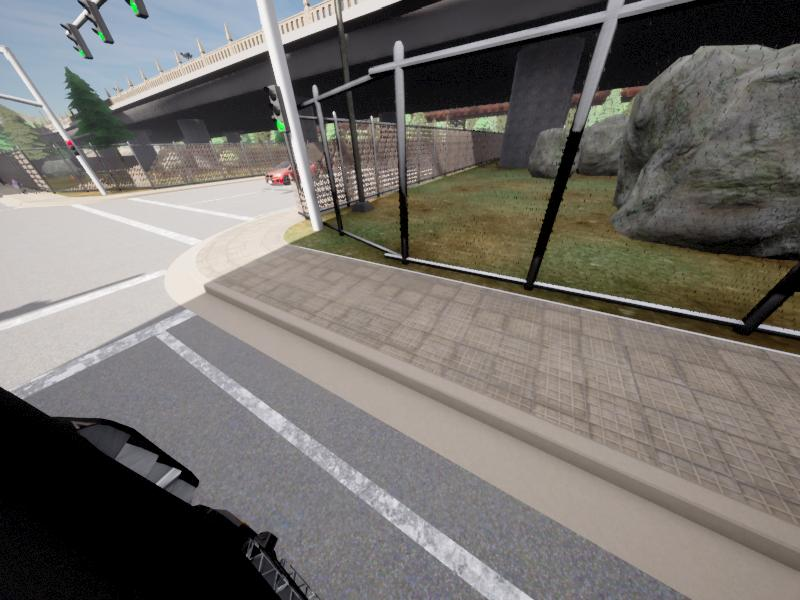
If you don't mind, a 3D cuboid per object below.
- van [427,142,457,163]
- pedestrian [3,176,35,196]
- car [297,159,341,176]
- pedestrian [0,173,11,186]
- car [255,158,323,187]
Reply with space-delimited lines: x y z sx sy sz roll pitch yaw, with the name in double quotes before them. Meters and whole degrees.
"van" 6.635 -23.151 36.189 2.351 2.431 6.366 16 38 26
"pedestrian" -30.618 -9.147 18.570 0.751 1.300 0.751 22 41 32
"car" -8.960 -14.937 25.980 1.994 1.385 4.181 16 38 26
"pedestrian" -49.486 -15.070 28.429 0.751 1.860 0.751 14 37 24
"car" -9.228 -10.958 19.738 2.242 1.667 4.611 16 38 26
